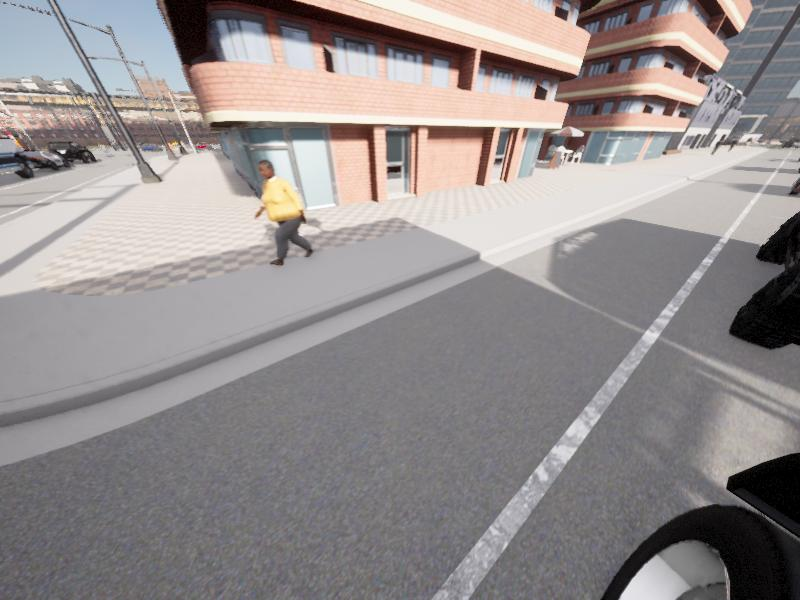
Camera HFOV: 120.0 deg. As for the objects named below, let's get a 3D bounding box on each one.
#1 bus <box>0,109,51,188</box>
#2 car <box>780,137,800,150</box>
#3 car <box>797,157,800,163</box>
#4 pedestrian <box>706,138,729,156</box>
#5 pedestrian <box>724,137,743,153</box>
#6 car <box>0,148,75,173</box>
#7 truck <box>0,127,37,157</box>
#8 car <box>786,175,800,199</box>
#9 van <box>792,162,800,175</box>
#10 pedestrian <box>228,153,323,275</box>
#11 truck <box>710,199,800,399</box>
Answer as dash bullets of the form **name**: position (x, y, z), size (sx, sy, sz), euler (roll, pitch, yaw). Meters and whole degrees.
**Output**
- **bus**: position (-25.313, -8.238, 12.101), size (3.944, 4.253, 10.273), euler (-23, 41, -28)
- **car**: position (76.602, -30.215, 44.545), size (1.932, 1.855, 4.605), euler (26, 43, 32)
- **car**: position (41.367, -14.522, 22.557), size (4.605, 1.855, 1.932), euler (-22, 41, -28)
- **pedestrian**: position (38.468, -18.560, 28.008), size (0.751, 1.860, 0.751), euler (-24, 41, -29)
- **pedestrian**: position (48.758, -22.672, 33.764), size (0.751, 1.860, 0.751), euler (-22, 40, -27)
- **car**: position (-31.570, -12.334, 20.320), size (2.038, 1.542, 4.974), euler (-24, 41, -30)
- **truck**: position (-65.989, -24.809, 36.285), size (8.468, 3.827, 2.891), euler (-22, 41, -28)
- **car**: position (19.244, -5.279, 10.061), size (4.181, 1.385, 1.994), euler (-22, 41, -28)
- **van**: position (29.508, -9.746, 15.738), size (4.480, 2.038, 2.069), euler (-22, 41, -28)
- **pedestrian**: position (-2.117, -1.529, 4.173), size (0.751, 1.860, 0.751), euler (20, 40, 26)
- **truck**: position (7.060, -0.615, 2.906), size (6.274, 2.098, 2.390), euler (-22, 41, -28)
